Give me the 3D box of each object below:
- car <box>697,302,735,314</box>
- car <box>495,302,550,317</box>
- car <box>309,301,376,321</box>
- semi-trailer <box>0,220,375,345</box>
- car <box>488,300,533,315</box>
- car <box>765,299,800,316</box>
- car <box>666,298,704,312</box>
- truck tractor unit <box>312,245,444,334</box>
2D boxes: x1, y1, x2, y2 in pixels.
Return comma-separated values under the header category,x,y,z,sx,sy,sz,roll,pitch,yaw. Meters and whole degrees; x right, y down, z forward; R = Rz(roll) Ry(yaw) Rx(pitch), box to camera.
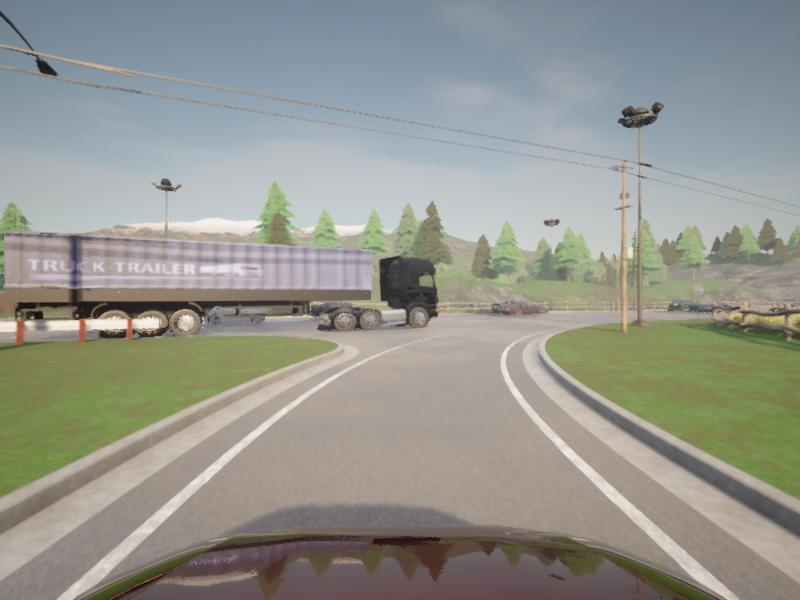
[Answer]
category,x,y,z,sx,sy,sz,roll,pitch,yaw
car,38.604,0.898,48.910,4.181,1.385,1.994,0,0,-25
car,12.363,0.887,40.364,5.357,1.411,2.033,0,0,-25
car,-4.656,0.817,32.315,5.008,1.535,1.882,0,0,-25
semi-trailer,-8.289,-0.620,18.461,14.254,4.402,2.717,0,0,-26
car,12.192,0.821,44.159,4.514,1.525,2.007,0,0,-25
car,41.291,0.763,42.430,5.238,1.638,1.930,0,0,-25
car,37.148,0.684,52.094,4.553,1.767,2.097,0,0,-25
truck tractor unit,-1.195,-0.528,21.963,6.516,4.208,3.053,-1,0,-27
